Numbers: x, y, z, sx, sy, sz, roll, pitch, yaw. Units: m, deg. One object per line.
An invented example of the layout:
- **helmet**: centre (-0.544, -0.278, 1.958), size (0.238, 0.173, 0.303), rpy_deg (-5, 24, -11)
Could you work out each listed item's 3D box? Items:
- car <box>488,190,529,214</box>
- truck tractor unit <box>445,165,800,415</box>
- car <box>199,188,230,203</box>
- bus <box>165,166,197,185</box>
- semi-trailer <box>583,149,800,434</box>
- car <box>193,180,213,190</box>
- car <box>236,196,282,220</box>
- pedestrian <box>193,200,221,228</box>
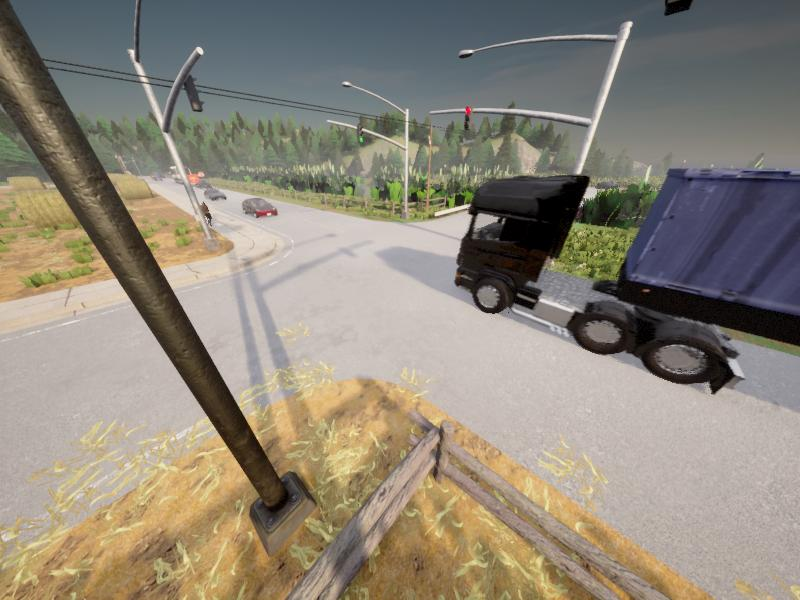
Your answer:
- **car**: centre (11.213, -10.164, 23.755), size (4.674, 1.442, 1.812), rpy_deg (-28, 40, -35)
- **truck tractor unit**: centre (5.059, -1.240, 6.303), size (6.516, 4.208, 3.053), rpy_deg (24, 38, 35)
- **car**: centre (-26.402, -14.969, 32.842), size (5.357, 1.411, 2.033), rpy_deg (25, 38, 36)
- **bus**: centre (-61.189, -34.901, 64.499), size (10.273, 4.253, 3.944), rpy_deg (25, 38, 36)
- **semi-trailer**: centre (11.059, 1.256, 1.784), size (14.254, 4.402, 2.717), rpy_deg (23, 37, 34)
- **car**: centre (-43.680, -25.501, 51.088), size (5.027, 1.651, 2.152), rpy_deg (25, 38, 36)
- **car**: centre (-13.844, -9.098, 22.586), size (4.792, 1.488, 2.163), rpy_deg (25, 38, 36)
- **pedestrian**: centre (-14.356, -6.423, 17.221), size (0.751, 1.860, 0.751), rpy_deg (13, 33, 22)
